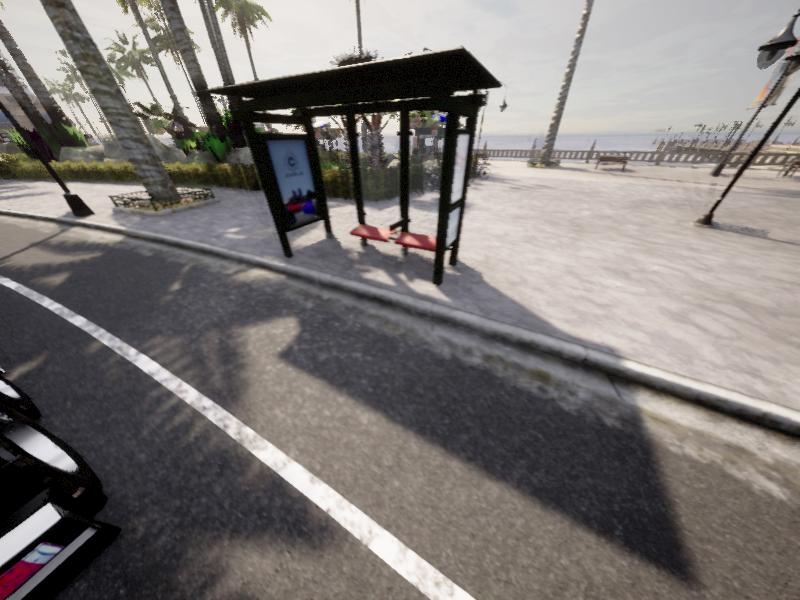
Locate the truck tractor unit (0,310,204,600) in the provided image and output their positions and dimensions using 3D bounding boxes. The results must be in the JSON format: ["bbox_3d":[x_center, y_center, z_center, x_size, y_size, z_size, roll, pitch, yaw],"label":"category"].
[{"bbox_3d":[-5.192,-0.209,0.666,6.516,4.208,3.053,15,38,21],"label":"truck tractor unit"}]

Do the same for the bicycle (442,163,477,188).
[{"bbox_3d":[3.083,-6.548,12.132,1.643,1.024,0.373,21,40,27],"label":"bicycle"}]

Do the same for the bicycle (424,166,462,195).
[{"bbox_3d":[1.965,-5.580,10.767,1.643,1.024,0.373,21,40,27],"label":"bicycle"}]

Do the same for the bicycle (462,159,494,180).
[{"bbox_3d":[4.758,-7.999,14.178,1.643,1.024,0.373,21,40,27],"label":"bicycle"}]

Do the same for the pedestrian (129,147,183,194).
[{"bbox_3d":[-11.341,-6.038,10.809,0.751,1.860,0.751,8,36,11],"label":"pedestrian"}]

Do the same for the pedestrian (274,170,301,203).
[{"bbox_3d":[-4.519,-4.588,9.312,0.500,1.100,0.500,14,37,19],"label":"pedestrian"}]
